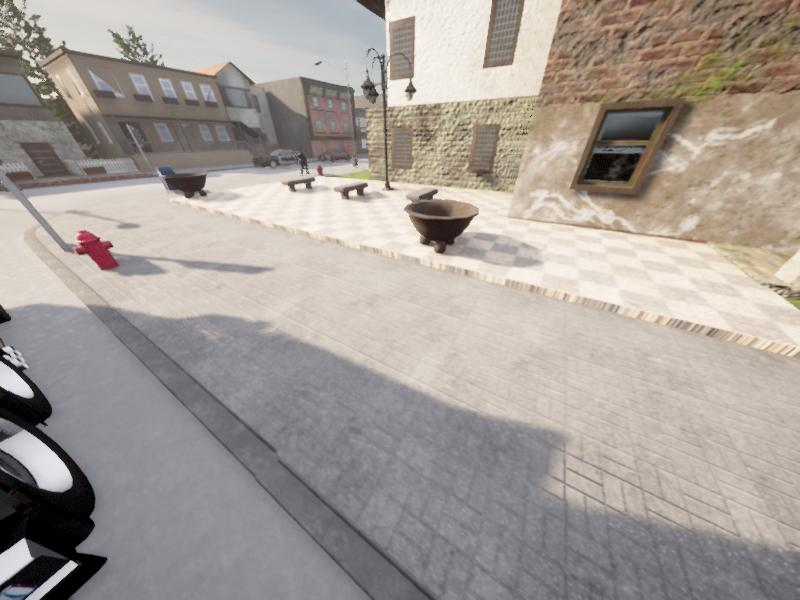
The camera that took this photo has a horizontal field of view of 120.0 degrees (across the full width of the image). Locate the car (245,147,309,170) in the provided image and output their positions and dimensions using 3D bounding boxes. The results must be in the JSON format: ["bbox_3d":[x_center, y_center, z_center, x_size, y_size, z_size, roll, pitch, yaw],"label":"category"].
[{"bbox_3d":[-11.987,-14.154,22.939,1.930,1.638,5.238,18,39,24],"label":"car"}]

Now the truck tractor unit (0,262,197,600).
[{"bbox_3d":[-5.115,-0.294,0.794,6.516,4.208,3.053,18,39,25],"label":"truck tractor unit"}]

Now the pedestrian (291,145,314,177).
[{"bbox_3d":[-6.740,-9.676,16.051,0.751,1.860,0.751,12,37,17],"label":"pedestrian"}]
